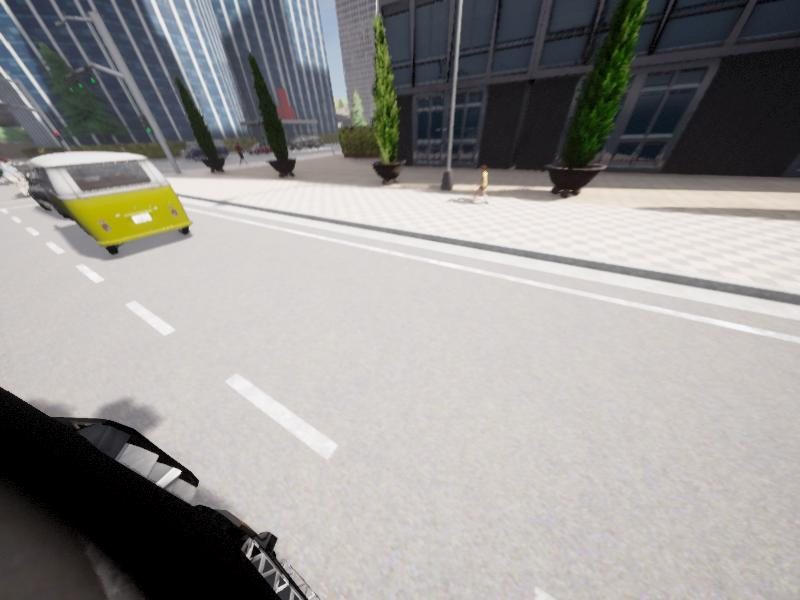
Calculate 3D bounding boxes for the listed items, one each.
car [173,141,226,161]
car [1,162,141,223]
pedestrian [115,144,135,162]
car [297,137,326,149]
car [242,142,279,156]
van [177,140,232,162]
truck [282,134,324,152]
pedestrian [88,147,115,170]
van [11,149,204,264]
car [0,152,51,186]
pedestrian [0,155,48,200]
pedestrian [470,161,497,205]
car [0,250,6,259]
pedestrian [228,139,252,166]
[{"bbox_3d":[-26.786,-20.077,31.063,1.932,1.855,4.605,17,41,25],"label":"car"},{"bbox_3d":[-12.829,-4.360,9.048,4.514,1.525,2.007,17,41,25],"label":"car"},{"bbox_3d":[-35.898,-19.214,30.185,0.751,1.860,0.751,17,41,25],"label":"pedestrian"},{"bbox_3d":[-17.049,-30.500,44.863,2.152,1.651,5.027,17,40,25],"label":"car"},{"bbox_3d":[-20.560,-22.420,34.200,1.816,1.474,4.193,17,41,25],"label":"car"},{"bbox_3d":[-24.241,-18.656,28.873,1.775,1.987,4.442,17,41,25],"label":"van"},{"bbox_3d":[-16.495,-27.091,39.779,2.390,2.098,6.274,17,41,25],"label":"truck"},{"bbox_3d":[-30.529,-14.455,23.614,0.751,1.860,0.751,18,41,25],"label":"pedestrian"},{"bbox_3d":[-7.632,-2.707,6.075,4.442,1.987,1.775,20,42,28],"label":"van"},{"bbox_3d":[-28.981,-9.267,16.459,1.905,1.878,3.866,17,40,25],"label":"car"},{"bbox_3d":[-19.108,-6.106,11.507,0.751,1.860,0.751,16,40,23],"label":"pedestrian"},{"bbox_3d":[2.514,-3.519,6.984,0.500,1.100,0.500,17,40,24],"label":"pedestrian"},{"bbox_3d":[-12.000,-1.712,5.386,4.514,1.525,2.007,17,41,25],"label":"car"},{"bbox_3d":[-13.410,-12.361,19.409,0.751,1.860,0.751,15,40,23],"label":"pedestrian"}]
